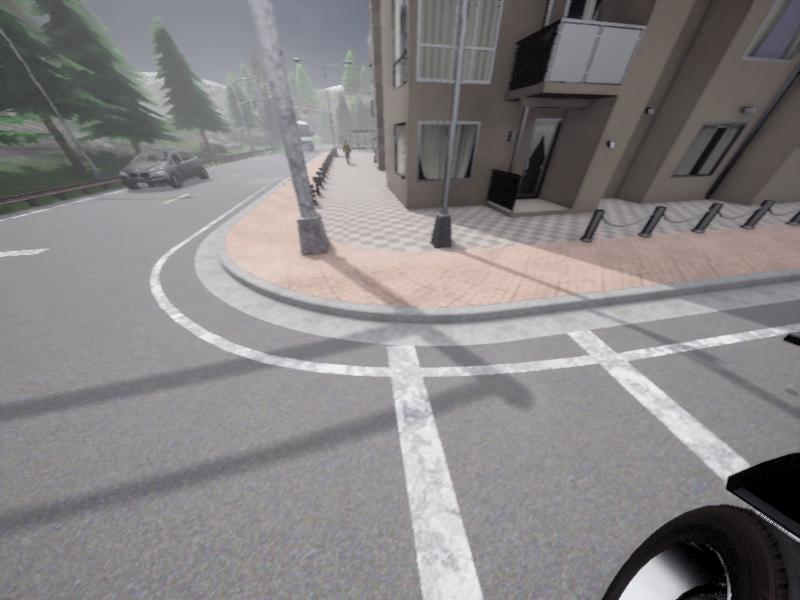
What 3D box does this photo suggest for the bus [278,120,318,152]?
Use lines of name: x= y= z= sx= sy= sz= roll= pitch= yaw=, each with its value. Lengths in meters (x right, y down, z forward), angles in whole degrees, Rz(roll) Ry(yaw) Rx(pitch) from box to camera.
bus: x=-18.453 y=-29.439 z=41.534 sx=3.944 sy=4.253 sz=10.273 roll=-18 pitch=39 yaw=-25

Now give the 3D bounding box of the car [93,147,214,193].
car: x=-12.849 y=-7.271 z=12.676 sx=2.242 sy=1.667 sz=4.611 roll=-7 pitch=36 yaw=-9
